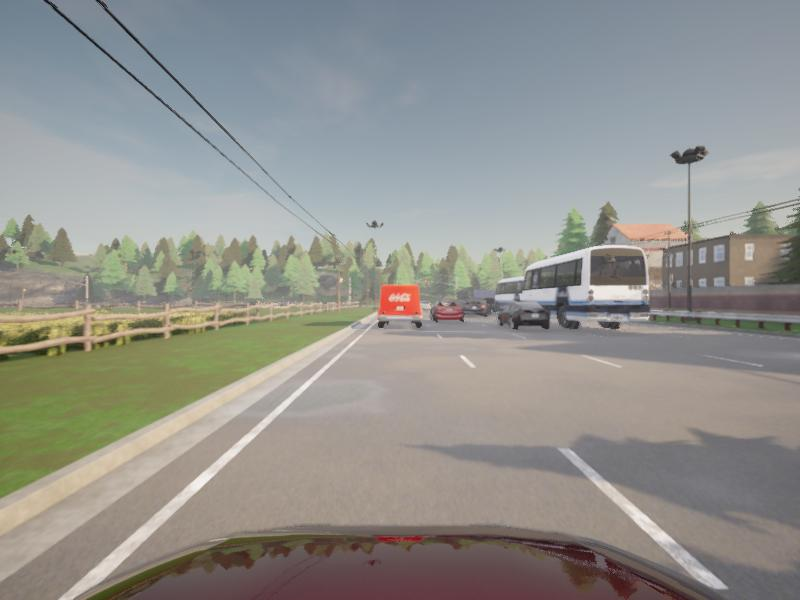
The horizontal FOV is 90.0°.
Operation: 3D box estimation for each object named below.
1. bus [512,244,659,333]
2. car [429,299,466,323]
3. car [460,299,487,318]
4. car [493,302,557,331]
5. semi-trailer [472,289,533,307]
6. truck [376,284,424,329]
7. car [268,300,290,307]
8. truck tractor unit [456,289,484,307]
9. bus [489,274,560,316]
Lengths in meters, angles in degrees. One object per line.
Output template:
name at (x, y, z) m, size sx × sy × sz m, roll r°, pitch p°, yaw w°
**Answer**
bus at (10.343, -0.526, 24.319) m, size 3.944 × 4.253 × 10.273 m, roll 0°, pitch 0°, yaw -1°
car at (3.497, 0.769, 30.384) m, size 2.242 × 1.667 × 4.611 m, roll 0°, pitch 0°, yaw 0°
car at (7.052, 0.773, 38.897) m, size 2.242 × 1.667 × 4.611 m, roll 0°, pitch 0°, yaw 5°
car at (6.999, 0.861, 23.036) m, size 2.163 × 1.488 × 4.792 m, roll 0°, pitch 0°, yaw 0°
semi-trailer at (25.062, -0.576, 98.391) m, size 14.254 × 4.402 × 2.717 m, roll 0°, pitch 0°, yaw 1°
truck at (0.000, 0.366, 24.899) m, size 2.627 × 2.467 × 5.204 m, roll 0°, pitch 0°, yaw 0°
car at (-28.734, 0.797, 95.285) m, size 4.611 × 1.667 × 2.242 m, roll 0°, pitch 0°, yaw 0°
truck tractor unit at (17.148, -0.481, 98.482) m, size 6.516 × 4.208 × 3.053 m, roll 0°, pitch 0°, yaw 0°
bus at (13.743, -0.508, 45.530) m, size 3.944 × 4.253 × 10.273 m, roll 0°, pitch 0°, yaw -6°
